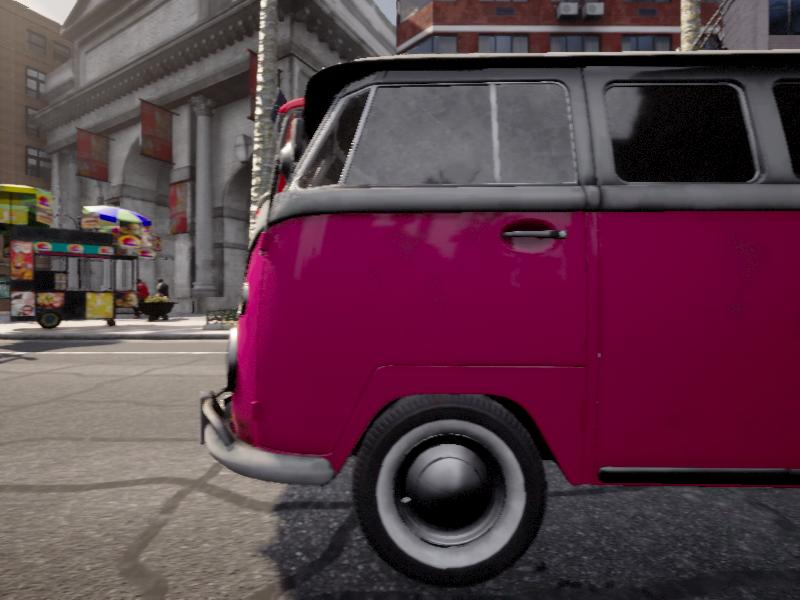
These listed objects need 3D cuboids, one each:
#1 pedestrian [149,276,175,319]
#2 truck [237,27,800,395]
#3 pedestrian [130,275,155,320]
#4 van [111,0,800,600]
[{"bbox_3d":[-10.544,-0.102,17.753,0.751,1.860,0.751,0,0,-10],"label":"pedestrian"},{"bbox_3d":[2.515,-0.922,5.651,8.468,3.827,2.891,0,0,2],"label":"truck"},{"bbox_3d":[-11.040,-0.105,17.133,0.751,1.860,0.751,0,0,45],"label":"pedestrian"},{"bbox_3d":[1.315,0.000,2.121,4.442,1.987,1.775,0,0,1],"label":"van"}]
